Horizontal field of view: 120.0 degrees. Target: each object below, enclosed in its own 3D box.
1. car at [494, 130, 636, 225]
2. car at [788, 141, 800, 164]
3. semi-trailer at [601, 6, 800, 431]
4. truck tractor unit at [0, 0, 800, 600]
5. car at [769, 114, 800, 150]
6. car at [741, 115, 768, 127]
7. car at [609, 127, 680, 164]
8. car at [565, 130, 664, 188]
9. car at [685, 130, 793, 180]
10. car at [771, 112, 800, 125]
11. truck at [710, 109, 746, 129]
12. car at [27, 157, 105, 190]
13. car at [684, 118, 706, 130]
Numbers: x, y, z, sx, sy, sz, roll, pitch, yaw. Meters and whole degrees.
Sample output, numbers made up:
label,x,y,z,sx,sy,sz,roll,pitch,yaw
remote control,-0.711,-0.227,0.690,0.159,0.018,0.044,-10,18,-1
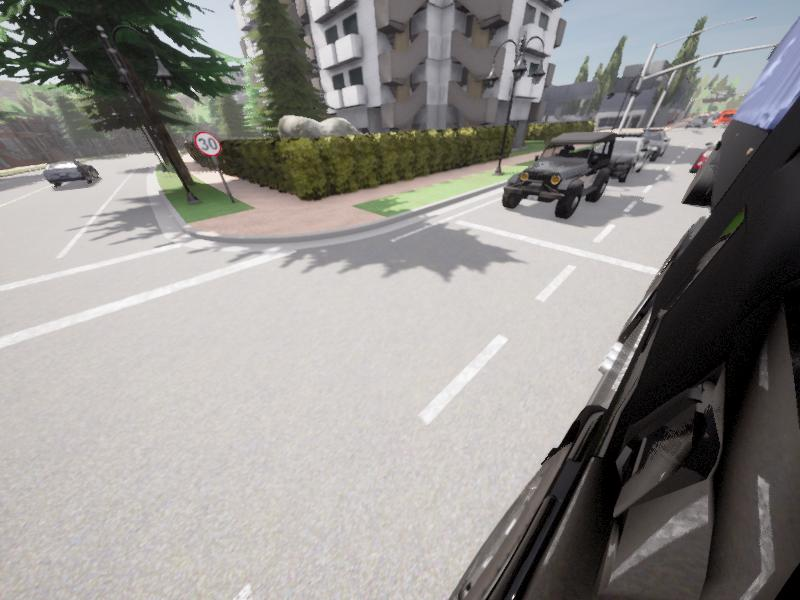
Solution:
label,x,y,z,sx,sy,sz,roll,pitch,yaw
car,4.999,-3.926,7.074,3.866,1.878,1.905,-28,43,-30
car,21.120,-7.465,10.976,5.366,1.575,1.801,-30,44,-32
semi-trailer,8.529,-3.707,4.399,14.254,4.402,2.717,-30,44,-32
truck tractor unit,2.645,-0.295,0.351,6.516,4.208,3.053,-28,44,-30
car,28.108,-11.659,15.903,4.605,1.855,1.932,-30,44,-32
car,63.706,-32.230,41.551,4.514,1.525,2.007,-30,44,-32
car,15.516,-9.839,14.628,4.974,1.542,2.038,-30,44,-32
car,9.839,-6.576,10.525,5.238,1.638,1.930,-30,44,-32
car,14.750,-6.533,10.265,3.806,1.475,1.970,-30,44,-32
car,67.564,-31.723,40.437,5.238,1.638,1.930,-30,44,-32
truck,56.298,-31.164,39.780,5.204,2.467,2.627,-30,44,-32
car,-23.454,-9.152,16.513,2.033,1.411,5.357,-29,44,-31
car,53.393,-31.877,41.814,4.674,1.442,1.812,-30,44,-32
